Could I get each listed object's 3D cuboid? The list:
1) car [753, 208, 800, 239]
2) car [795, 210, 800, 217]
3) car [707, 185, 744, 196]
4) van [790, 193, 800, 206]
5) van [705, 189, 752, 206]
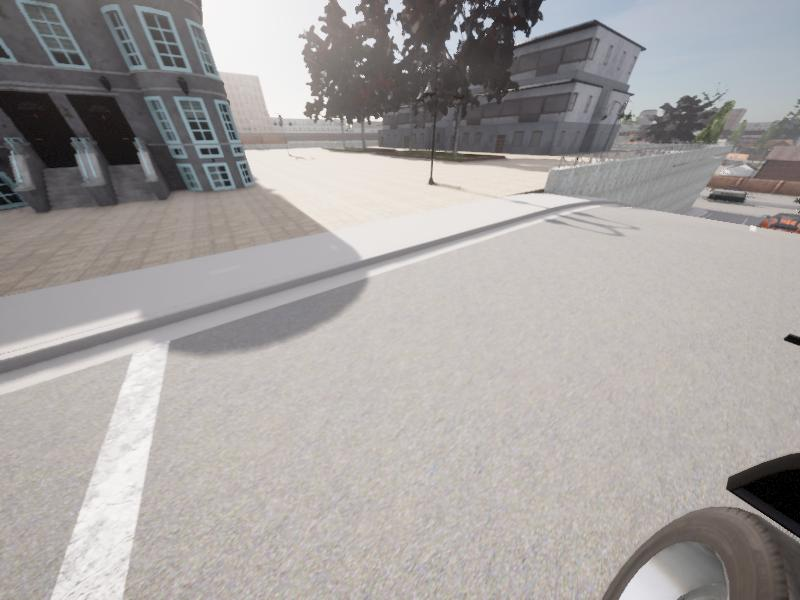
[{"bbox_3d":[31.700,-6.304,19.078,4.553,1.767,2.097,-12,35,-34],"label":"car"},{"bbox_3d":[63.065,-12.663,33.848,1.882,1.535,5.008,-22,40,-28],"label":"car"},{"bbox_3d":[68.690,-23.120,48.785,1.994,1.385,4.181,-22,41,-28],"label":"car"},{"bbox_3d":[71.917,-17.154,39.754,1.775,1.987,4.442,-22,40,-28],"label":"van"},{"bbox_3d":[60.041,-18.887,42.333,1.775,1.987,4.442,-22,40,-28],"label":"van"}]
